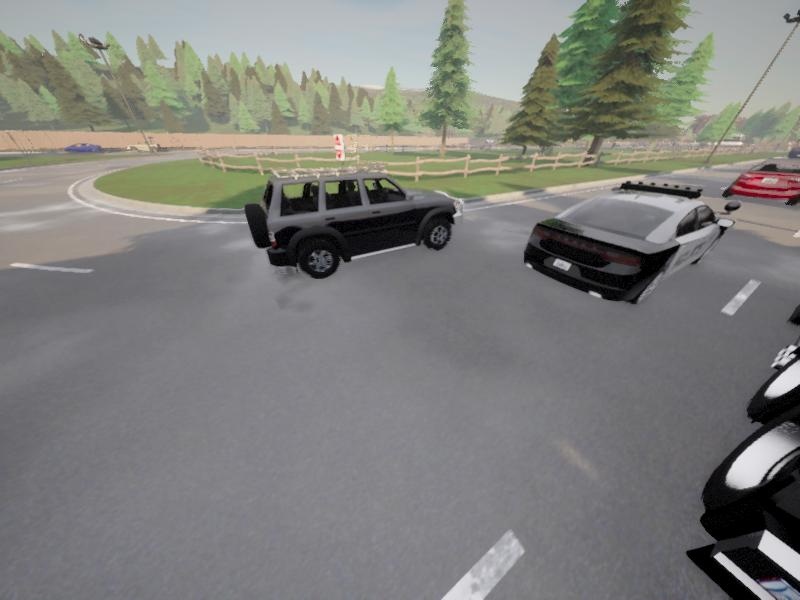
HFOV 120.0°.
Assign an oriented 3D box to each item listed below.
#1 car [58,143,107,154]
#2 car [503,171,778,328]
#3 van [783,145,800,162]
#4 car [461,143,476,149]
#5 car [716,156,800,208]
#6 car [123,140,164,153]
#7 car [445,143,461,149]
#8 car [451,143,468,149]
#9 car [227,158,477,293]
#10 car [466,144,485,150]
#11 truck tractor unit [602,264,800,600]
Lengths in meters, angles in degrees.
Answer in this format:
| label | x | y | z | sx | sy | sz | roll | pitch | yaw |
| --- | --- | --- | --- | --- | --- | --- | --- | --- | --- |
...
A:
| label | x | y | z | sx | sy | sz | roll | pitch | yaw |
| --- | --- | --- | --- | --- | --- | --- | --- | --- | --- |
| car | -55.295 | -26.534 | 40.355 | 4.514 | 1.525 | 2.007 | -18 | 39 | -25 |
| car | 4.903 | -1.477 | 4.752 | 5.238 | 1.638 | 1.930 | -18 | 39 | -24 |
| van | 58.510 | -21.342 | 33.565 | 4.442 | 1.987 | 1.775 | -18 | 39 | -24 |
| car | 20.815 | -46.859 | 70.295 | 3.988 | 1.617 | 1.851 | -18 | 39 | -25 |
| car | 18.203 | -5.817 | 11.103 | 4.611 | 1.667 | 2.242 | -18 | 39 | -24 |
| car | -48.252 | -29.013 | 43.622 | 4.605 | 1.855 | 1.932 | -18 | 39 | -25 |
| car | 17.268 | -50.228 | 75.300 | 4.718 | 1.301 | 1.895 | -18 | 39 | -25 |
| car | 18.655 | -48.441 | 72.593 | 4.792 | 1.488 | 2.163 | -18 | 39 | -25 |
| car | -0.819 | -2.022 | 5.270 | 4.605 | 1.855 | 1.932 | -18 | 39 | -24 |
| car | 22.199 | -44.951 | 67.669 | 5.357 | 1.411 | 2.033 | -18 | 39 | -25 |
| truck tractor unit | 5.112 | -0.298 | 0.787 | 6.516 | 4.208 | 3.053 | -18 | 39 | -24 |
